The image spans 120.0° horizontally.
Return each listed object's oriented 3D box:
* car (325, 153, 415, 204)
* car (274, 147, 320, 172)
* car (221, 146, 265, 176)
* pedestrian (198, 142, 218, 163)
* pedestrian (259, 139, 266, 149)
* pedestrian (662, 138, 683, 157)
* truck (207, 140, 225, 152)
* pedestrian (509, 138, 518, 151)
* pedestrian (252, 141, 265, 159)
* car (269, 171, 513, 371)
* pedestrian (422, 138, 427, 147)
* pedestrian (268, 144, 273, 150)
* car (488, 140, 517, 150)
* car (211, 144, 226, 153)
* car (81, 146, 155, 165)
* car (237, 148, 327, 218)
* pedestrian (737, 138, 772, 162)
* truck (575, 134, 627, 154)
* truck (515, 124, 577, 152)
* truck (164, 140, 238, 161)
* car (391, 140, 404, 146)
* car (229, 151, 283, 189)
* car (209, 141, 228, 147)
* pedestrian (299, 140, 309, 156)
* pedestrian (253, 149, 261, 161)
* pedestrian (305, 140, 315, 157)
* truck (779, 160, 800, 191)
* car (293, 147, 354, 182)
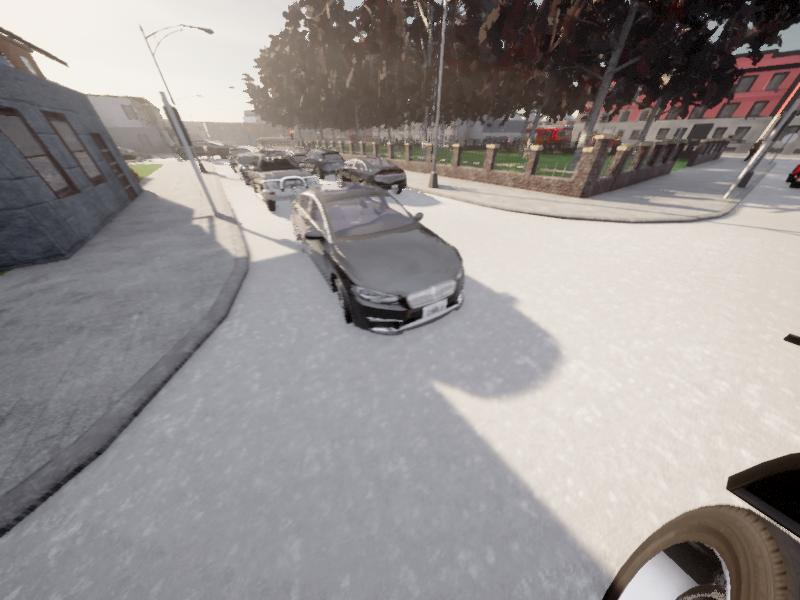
[{"bbox_3d":[-1.629,-6.117,11.282,2.128,1.511,4.902,-22,41,-28],"label":"car"},{"bbox_3d":[-9.216,-12.586,20.515,2.128,1.511,4.902,-24,42,-30],"label":"car"},{"bbox_3d":[-12.740,-11.321,18.646,2.033,1.649,4.856,-22,41,-27],"label":"car"},{"bbox_3d":[-20.242,-15.611,24.421,0.751,1.860,0.751,20,40,27],"label":"pedestrian"},{"bbox_3d":[-31.859,-36.050,53.439,0.751,1.860,0.751,-17,38,-22],"label":"pedestrian"},{"bbox_3d":[33.150,-18.555,28.108,0.751,1.860,0.751,-22,41,-28],"label":"pedestrian"},{"bbox_3d":[-42.425,-35.577,53.246,2.390,2.098,6.274,-22,41,-28],"label":"truck"},{"bbox_3d":[20.915,-28.607,42.456,0.751,1.860,0.751,-8,36,-10],"label":"pedestrian"},{"bbox_3d":[-18.063,-19.097,29.472,0.751,1.860,0.751,-22,41,-28],"label":"pedestrian"},{"bbox_3d":[-0.831,-1.306,4.456,2.128,1.511,4.902,-19,39,-25],"label":"car"},{"bbox_3d":[6.352,-40.534,59.485,0.751,1.860,0.751,-22,41,-28],"label":"pedestrian"},{"bbox_3d":[-27.606,-32.634,49.220,0.500,1.100,0.500,-21,40,-27],"label":"pedestrian"},{"bbox_3d":[21.530,-32.734,48.732,2.152,1.651,5.027,-22,41,-28],"label":"car"},{"bbox_3d":[-37.495,-31.276,47.679,1.812,1.442,4.674,-22,41,-28],"label":"car"},{"bbox_3d":[-31.589,-16.475,26.209,4.902,1.511,2.128,-22,41,-28],"label":"car"},{"bbox_3d":[-4.921,-5.001,9.407,1.932,1.855,4.605,-22,41,-28],"label":"car"},{"bbox_3d":[33.492,-14.155,21.868,0.751,1.860,0.751,4,35,6],"label":"pedestrian"},{"bbox_3d":[31.670,-24.766,36.618,2.627,2.467,5.204,-23,41,-28],"label":"truck"},{"bbox_3d":[26.412,-29.625,42.373,2.891,3.827,8.468,-22,41,-28],"label":"truck"},{"bbox_3d":[-24.336,-18.634,28.701,6.274,2.098,2.390,-10,36,-13],"label":"truck"},{"bbox_3d":[-0.758,-54.771,80.516,2.033,1.649,4.856,-22,41,-28],"label":"car"},{"bbox_3d":[-8.959,-8.127,14.206,1.837,1.490,4.892,-22,41,-28],"label":"car"},{"bbox_3d":[-60.637,-52.187,77.217,4.553,1.767,2.097,6,36,8],"label":"car"},{"bbox_3d":[-13.684,-21.618,32.830,0.751,1.860,0.751,-22,41,-28],"label":"pedestrian"},{"bbox_3d":[-17.015,-17.305,27.582,0.500,1.100,0.500,-16,38,-21],"label":"pedestrian"},{"bbox_3d":[-12.081,-20.322,30.980,0.751,1.860,0.751,-22,40,-27],"label":"pedestrian"},{"bbox_3d":[21.981,-6.826,11.263,5.204,2.467,2.627,-22,41,-28],"label":"truck"},{"bbox_3d":[-5.331,-9.392,15.852,2.033,1.649,4.856,-23,41,-29],"label":"car"}]
